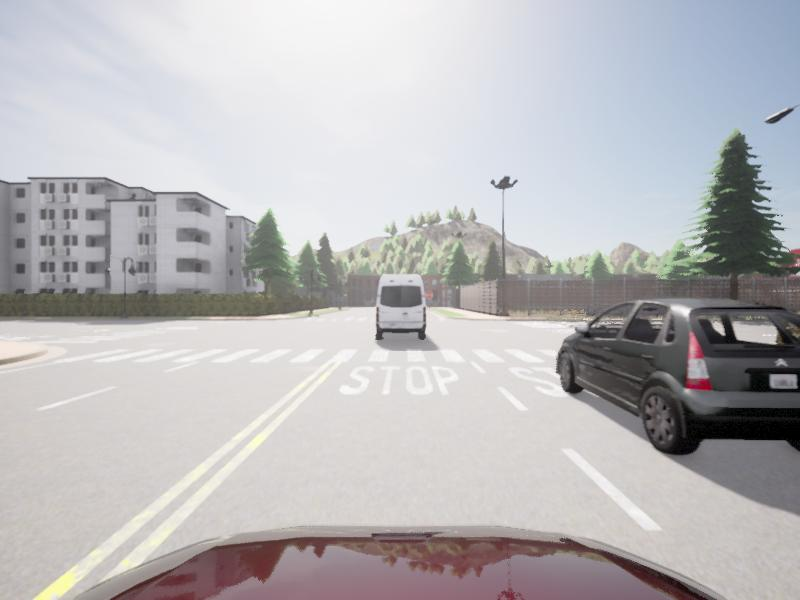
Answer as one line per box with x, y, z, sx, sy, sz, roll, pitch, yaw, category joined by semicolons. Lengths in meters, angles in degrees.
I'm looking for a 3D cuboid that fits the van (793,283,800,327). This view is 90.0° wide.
26.494;0.298;22.926;5.915;2.561;1.988;0;0;1;van

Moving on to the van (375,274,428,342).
-0.027;0.304;17.968;1.988;2.561;5.915;0;0;-2;van

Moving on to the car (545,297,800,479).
3.595;0.783;5.550;1.851;1.617;3.988;0;0;2;car
